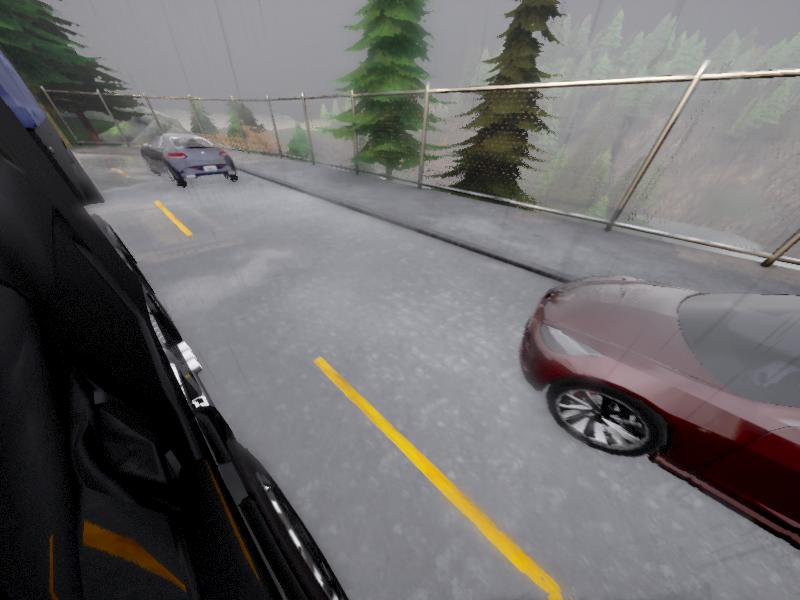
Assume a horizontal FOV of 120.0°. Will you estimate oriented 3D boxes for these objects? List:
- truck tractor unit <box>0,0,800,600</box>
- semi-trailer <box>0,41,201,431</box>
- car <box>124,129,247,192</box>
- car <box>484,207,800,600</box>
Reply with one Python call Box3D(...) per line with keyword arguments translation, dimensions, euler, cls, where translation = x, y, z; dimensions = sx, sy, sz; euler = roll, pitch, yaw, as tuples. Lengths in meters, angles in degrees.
Box3D(translation=(-2.645, -0.295, 0.351), dimensions=(6.516, 4.208, 3.053), euler=(28, 44, 30), cls="truck tractor unit")
Box3D(translation=(-8.682, -3.625, 4.231), dimensions=(14.254, 4.402, 2.717), euler=(28, 44, 30), cls="semi-trailer")
Box3D(translation=(-9.027, -6.031, 9.729), dimensions=(5.027, 1.651, 2.152), euler=(27, 43, 29), cls="car")
Box3D(translation=(3.419, 0.925, 1.402), dimensions=(4.792, 1.488, 2.163), euler=(29, 44, 31), cls="car")
